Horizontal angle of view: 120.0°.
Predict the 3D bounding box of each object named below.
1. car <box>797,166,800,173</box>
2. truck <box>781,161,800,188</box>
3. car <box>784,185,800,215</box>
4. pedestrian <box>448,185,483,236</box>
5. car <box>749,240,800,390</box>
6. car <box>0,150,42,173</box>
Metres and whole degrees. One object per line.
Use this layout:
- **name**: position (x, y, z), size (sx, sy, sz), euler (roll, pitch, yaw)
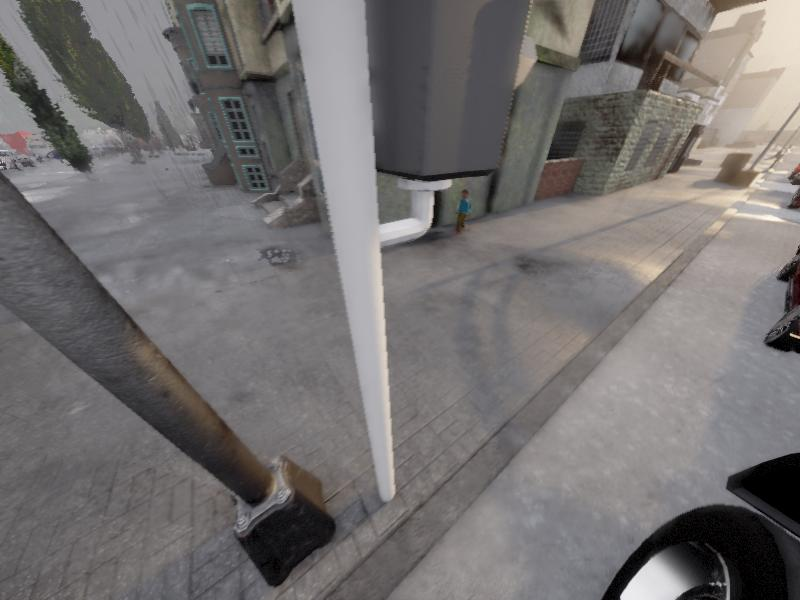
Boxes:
- **car**: position (31.001, -10.254, 16.534), size (3.866, 1.878, 1.905), euler (-22, 41, -28)
- **truck**: position (23.212, -7.323, 11.933), size (5.204, 2.467, 2.627), euler (-23, 41, -27)
- **car**: position (15.904, -3.887, 8.092), size (4.181, 1.385, 1.994), euler (-22, 41, -28)
- **pedestrian**: position (1.670, -2.314, 5.996), size (0.500, 1.100, 0.500), euler (-22, 41, -28)
- **car**: position (6.586, -0.061, 2.812), size (4.718, 1.301, 1.895), euler (-22, 41, -28)
- **car**: position (-33.911, -11.962, 19.868), size (1.970, 1.475, 3.806), euler (-22, 41, -28)
